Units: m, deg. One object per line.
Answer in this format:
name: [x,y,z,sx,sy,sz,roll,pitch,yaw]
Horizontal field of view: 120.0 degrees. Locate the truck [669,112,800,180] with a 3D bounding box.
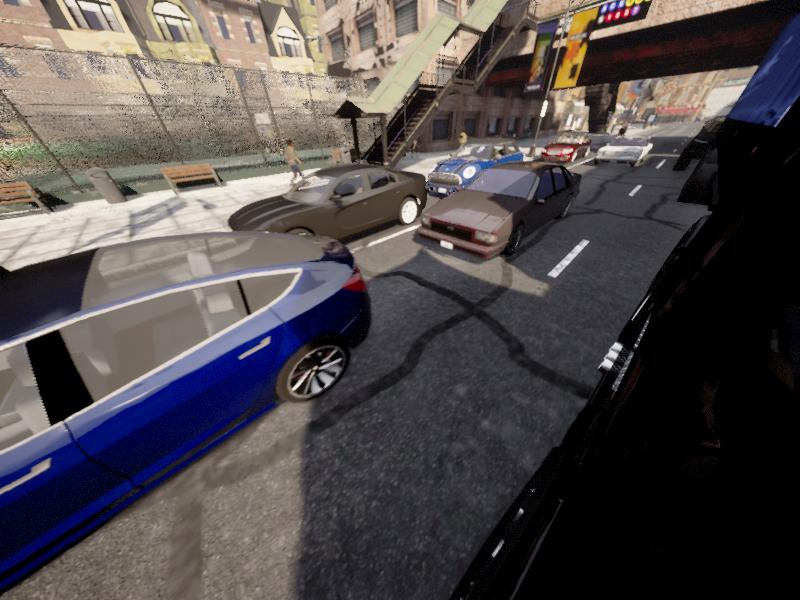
truck: [15.391,-7.457,10.962,6.274,2.098,2.390,-31,45,-33]

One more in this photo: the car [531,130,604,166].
car: [10.911,-9.961,15.007,4.892,1.521,2.231,-31,45,-33]

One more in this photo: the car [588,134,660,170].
car: [12.788,-8.497,13.133,4.718,1.301,1.895,-31,45,-32]

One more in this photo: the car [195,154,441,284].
car: [-1.444,-2.437,5.700,5.008,1.535,2.097,-31,45,-33]

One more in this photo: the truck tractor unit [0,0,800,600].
truck tractor unit: [2.645,-0.295,0.351,6.516,4.208,3.053,-28,44,-30]

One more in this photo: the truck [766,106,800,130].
truck: [54.457,-25.275,32.040,5.204,2.467,2.627,-31,45,-33]

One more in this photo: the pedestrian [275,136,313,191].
pedestrian: [-4.394,-5.661,9.626,0.751,1.860,0.751,-27,43,-29]

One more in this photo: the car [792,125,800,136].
car: [41.661,-17.181,22.782,4.974,1.542,2.038,-31,45,-33]

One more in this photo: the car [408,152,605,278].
car: [2.812,-2.540,5.697,5.357,1.411,2.033,-31,45,-32]

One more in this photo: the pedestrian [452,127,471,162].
pedestrian: [4.065,-10.265,15.263,0.751,1.860,0.751,23,44,30]

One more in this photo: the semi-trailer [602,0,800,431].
semi-trailer: [8.477,-3.746,4.435,14.254,4.402,2.717,-31,45,-32]

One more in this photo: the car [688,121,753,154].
car: [22.623,-11.623,16.423,5.238,1.638,1.930,-30,45,-32]

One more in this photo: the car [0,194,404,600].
car: [-2.460,0.601,1.747,4.792,1.488,2.163,-31,45,-33]

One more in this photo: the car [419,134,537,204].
car: [3.097,-5.390,9.161,4.553,1.767,2.185,-31,45,-33]
